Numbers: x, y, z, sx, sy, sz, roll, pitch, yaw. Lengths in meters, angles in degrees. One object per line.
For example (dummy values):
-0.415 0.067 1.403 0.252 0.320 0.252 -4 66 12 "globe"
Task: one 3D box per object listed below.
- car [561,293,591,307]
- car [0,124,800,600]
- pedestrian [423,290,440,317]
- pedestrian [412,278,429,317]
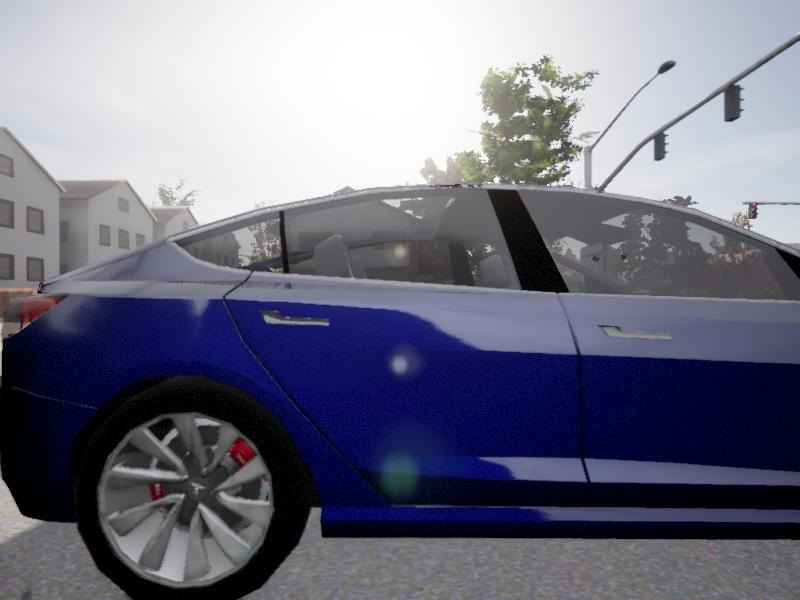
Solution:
23.867 0.003 54.456 1.932 1.855 4.605 0 0 0 "car"
0.749 0.252 2.200 4.792 1.488 2.163 0 0 0 "car"
1.558 0.164 19.811 0.751 1.300 0.751 0 0 0 "pedestrian"
0.997 -0.115 19.247 0.751 1.860 0.751 0 0 10 "pedestrian"
